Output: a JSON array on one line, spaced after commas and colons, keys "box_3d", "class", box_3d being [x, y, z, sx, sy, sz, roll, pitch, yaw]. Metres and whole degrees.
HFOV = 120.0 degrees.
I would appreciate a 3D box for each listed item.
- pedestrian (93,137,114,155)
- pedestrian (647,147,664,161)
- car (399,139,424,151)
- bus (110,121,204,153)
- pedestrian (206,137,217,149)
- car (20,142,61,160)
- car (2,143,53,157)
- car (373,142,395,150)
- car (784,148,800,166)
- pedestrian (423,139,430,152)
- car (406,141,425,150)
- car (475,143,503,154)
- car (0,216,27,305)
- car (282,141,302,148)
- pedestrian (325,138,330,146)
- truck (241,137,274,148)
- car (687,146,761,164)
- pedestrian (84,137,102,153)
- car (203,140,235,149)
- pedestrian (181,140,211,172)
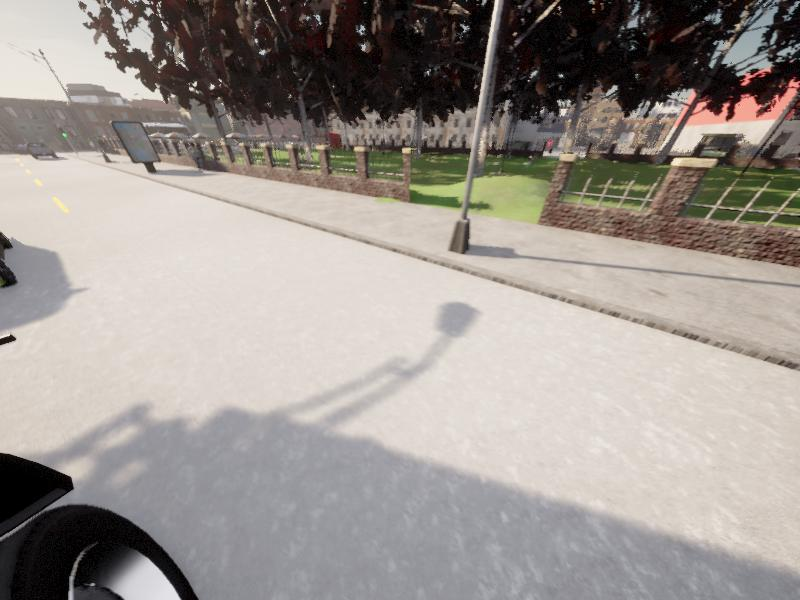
[{"box_3d": [-38.372, -19.920, 29.912, 0.751, 1.860, 0.751, 19, 39, 25], "class": "pedestrian"}, {"box_3d": [29.444, -16.786, 26.620, 0.751, 1.300, 0.751, 22, 41, 28], "class": "pedestrian"}, {"box_3d": [2.271, -31.372, 46.738, 4.605, 1.855, 1.932, 23, 41, 26], "class": "car"}, {"box_3d": [-42.928, -29.225, 41.549, 3.944, 4.253, 10.273, 22, 41, 28], "class": "bus"}, {"box_3d": [-35.584, -29.499, 43.526, 0.751, 1.860, 0.751, 23, 41, 28], "class": "pedestrian"}, {"box_3d": [-40.826, -16.955, 26.211, 3.633, 1.501, 1.845, 22, 41, 28], "class": "car"}, {"box_3d": [-50.709, -20.486, 31.500, 4.674, 1.442, 1.812, 9, 36, 12], "class": "car"}, {"box_3d": [-3.754, -36.326, 54.359, 4.902, 1.511, 2.128, 22, 41, 28], "class": "car"}, {"box_3d": [43.305, -14.516, 23.540, 3.705, 1.549, 1.789, 22, 41, 28], "class": "car"}, {"box_3d": [4.618, -27.322, 40.826, 0.751, 1.860, 0.751, -29, 45, -35], "class": "pedestrian"}, {"box_3d": [3.436, -33.565, 50.171, 3.633, 1.501, 1.845, 22, 41, 28], "class": "car"}, {"box_3d": [15.213, -25.939, 39.524, 3.806, 1.475, 1.970, 22, 41, 28], "class": "car"}, {"box_3d": [-8.719, -0.983, 3.890, 4.514, 1.525, 2.007, 23, 41, 29], "class": "car"}, {"box_3d": [-29.186, -42.250, 62.611, 4.514, 1.525, 2.007, -19, 40, -26], "class": "car"}, {"box_3d": [-20.787, -45.292, 66.047, 0.751, 1.860, 0.751, 21, 40, 27], "class": "pedestrian"}, {"box_3d": [-35.029, -38.794, 56.923, 2.390, 2.098, 6.274, 22, 41, 28], "class": "truck"}, {"box_3d": [37.414, -16.909, 26.897, 4.514, 1.525, 2.007, 22, 41, 28], "class": "car"}, {"box_3d": [-44.465, -22.446, 33.434, 0.751, 1.860, 0.751, 27, 43, 32], "class": "pedestrian"}, {"box_3d": [-40.021, -34.551, 51.145, 1.882, 1.535, 5.008, 22, 41, 28], "class": "car"}, {"box_3d": [-14.373, -10.175, 16.349, 0.751, 1.860, 0.751, 22, 41, 28], "class": "pedestrian"}]
